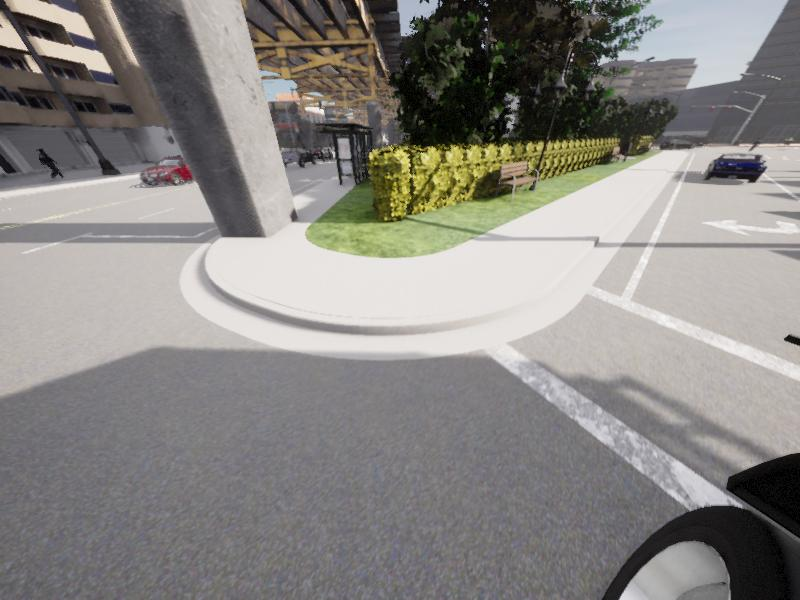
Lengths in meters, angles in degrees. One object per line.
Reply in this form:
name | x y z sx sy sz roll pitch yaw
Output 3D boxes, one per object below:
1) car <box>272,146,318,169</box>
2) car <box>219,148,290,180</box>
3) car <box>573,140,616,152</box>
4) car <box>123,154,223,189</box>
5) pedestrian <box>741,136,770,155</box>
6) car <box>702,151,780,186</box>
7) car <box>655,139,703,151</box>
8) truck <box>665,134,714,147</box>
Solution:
car | -10.304 -14.383 23.181 2.152 1.651 5.027 1 35 2
car | -10.599 -10.347 17.436 1.930 1.638 5.238 1 35 2
car | 32.070 -25.527 38.215 4.902 1.511 2.128 1 35 2
car | -14.219 -8.453 14.991 1.812 1.442 4.674 1 35 2
pedestrian | 41.297 -17.944 26.874 0.751 1.860 0.751 -1 35 0
car | 19.269 -7.677 13.308 4.718 1.301 1.895 -29 44 -34
car | 45.710 -25.501 37.938 4.792 1.488 2.163 -1 35 -1
truck | 58.661 -32.430 47.073 2.390 2.098 6.274 3 35 5
